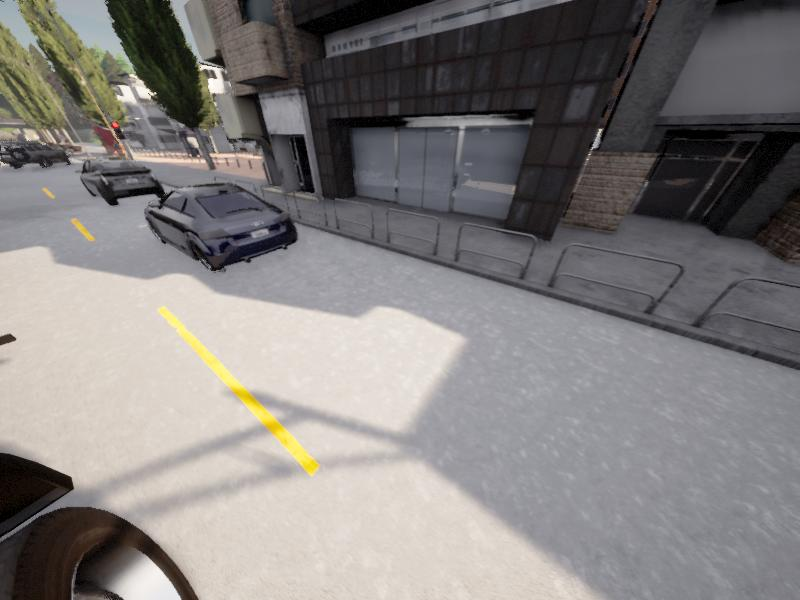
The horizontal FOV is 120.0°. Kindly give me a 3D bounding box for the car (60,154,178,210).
[{"bbox_3d":[-11.971,-5.174,9.844,4.514,1.525,2.007,22,41,28],"label":"car"}]

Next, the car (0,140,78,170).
[{"bbox_3d":[-30.894,-12.379,19.625,1.932,1.855,4.605,-14,38,-20],"label":"car"}]

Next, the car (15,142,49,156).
[{"bbox_3d":[-51.908,-21.394,32.596,4.892,1.490,1.837,23,41,27],"label":"car"}]

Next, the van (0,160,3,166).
[{"bbox_3d":[-38.497,-13.549,20.648,5.915,2.561,1.988,22,41,28],"label":"van"}]

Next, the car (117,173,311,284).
[{"bbox_3d":[-4.454,-2.032,5.578,4.181,1.385,1.994,22,41,28],"label":"car"}]

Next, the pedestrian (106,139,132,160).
[{"bbox_3d":[-29.818,-15.963,24.514,0.751,1.860,0.751,10,36,13],"label":"pedestrian"}]
